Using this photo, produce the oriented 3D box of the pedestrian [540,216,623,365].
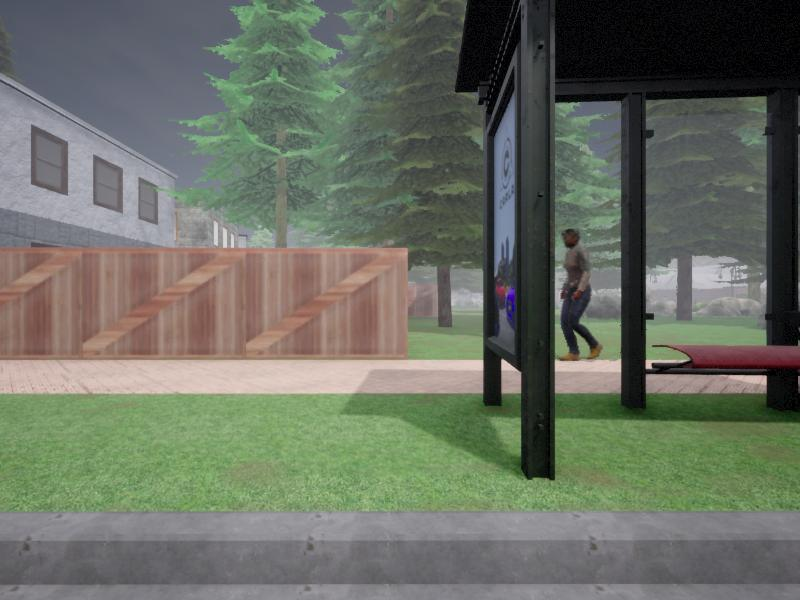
[{"bbox_3d":[2.419,-0.115,5.403,0.751,1.860,0.751,0,0,-6],"label":"pedestrian"}]
